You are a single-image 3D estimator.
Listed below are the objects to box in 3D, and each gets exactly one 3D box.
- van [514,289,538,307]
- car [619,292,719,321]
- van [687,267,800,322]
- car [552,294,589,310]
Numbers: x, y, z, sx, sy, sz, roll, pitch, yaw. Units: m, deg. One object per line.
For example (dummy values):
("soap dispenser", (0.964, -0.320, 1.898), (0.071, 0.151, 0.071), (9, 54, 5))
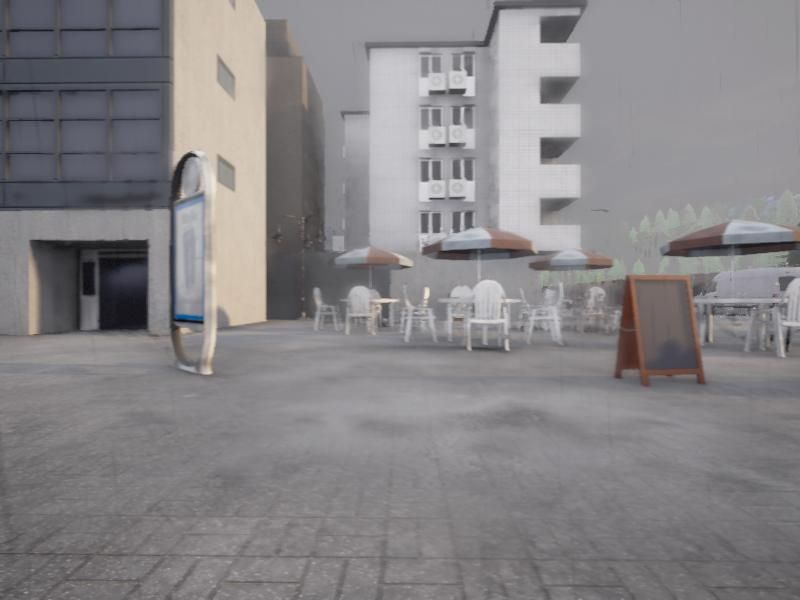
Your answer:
("van", (19.275, -0.268, 61.489), (1.988, 2.561, 5.915), (0, 0, 1))
("car", (14.587, 0.297, 22.184), (2.033, 1.411, 5.357), (0, 0, 1))
("van", (18.600, -0.275, 21.617), (1.988, 2.561, 5.915), (0, 0, 1))
("car", (18.982, 0.186, 44.837), (2.152, 1.651, 5.027), (0, 0, 1))
